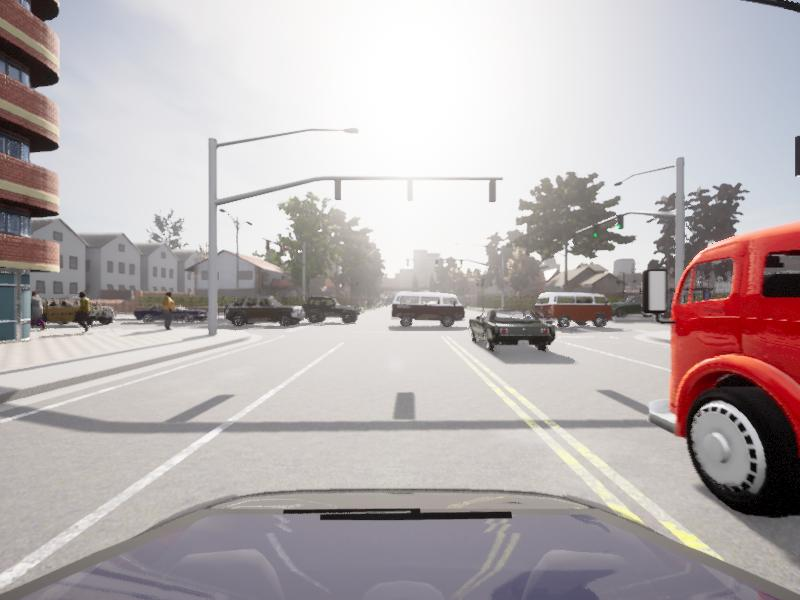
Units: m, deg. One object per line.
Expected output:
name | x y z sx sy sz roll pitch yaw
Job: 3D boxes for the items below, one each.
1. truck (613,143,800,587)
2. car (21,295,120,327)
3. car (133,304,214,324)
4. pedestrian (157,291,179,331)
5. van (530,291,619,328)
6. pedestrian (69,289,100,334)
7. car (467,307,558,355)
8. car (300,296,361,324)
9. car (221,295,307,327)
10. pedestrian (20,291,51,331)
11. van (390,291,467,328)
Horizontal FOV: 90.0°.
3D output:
truck | 3.531 0.364 1.591 2.627 2.467 5.204 0 0 1
car | -20.460 0.671 24.947 4.605 1.855 1.932 -1 0 1
car | -15.949 0.961 28.336 4.718 1.301 1.895 0 0 1
pedestrian | -10.974 0.497 18.937 0.751 1.860 0.751 0 0 -44
van | 10.293 0.586 23.734 4.480 2.038 2.069 0 -2 -15
pedestrian | -13.439 0.483 17.052 0.751 1.860 0.751 0 0 -6
car | 3.646 0.953 13.936 1.895 1.301 4.718 0 0 1
car | -4.807 0.663 28.049 3.866 1.878 1.905 0 0 1
car | -8.273 0.670 24.638 4.605 1.855 1.932 0 0 1
pedestrian | -17.127 0.496 18.811 0.751 1.860 0.751 0 0 -7
van | 1.683 0.575 24.381 4.480 2.038 2.069 2 0 1
